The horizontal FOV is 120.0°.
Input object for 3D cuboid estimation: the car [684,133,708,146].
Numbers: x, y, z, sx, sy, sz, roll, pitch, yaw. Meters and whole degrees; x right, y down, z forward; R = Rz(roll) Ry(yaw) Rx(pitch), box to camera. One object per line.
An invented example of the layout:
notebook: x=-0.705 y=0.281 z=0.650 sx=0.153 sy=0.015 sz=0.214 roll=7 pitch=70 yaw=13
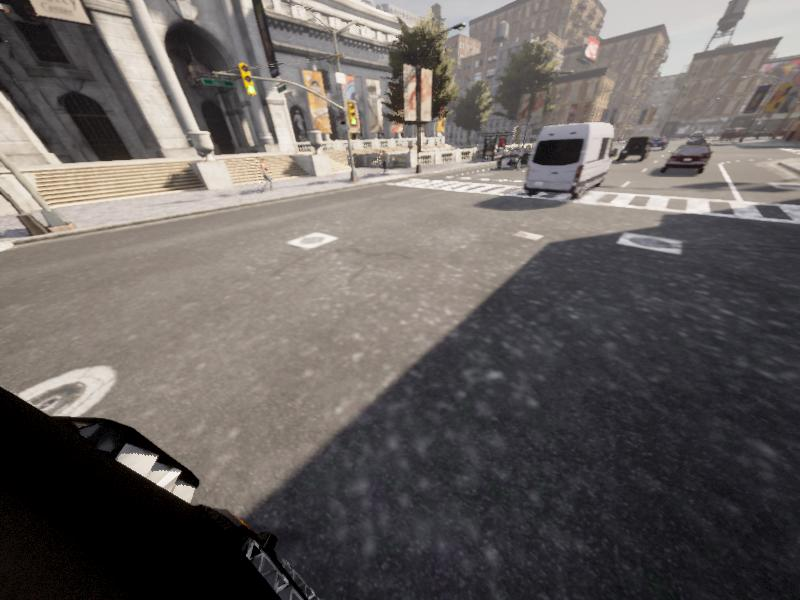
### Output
car: x=48.387 y=-26.275 z=37.728 sx=3.988 sy=1.617 sz=1.851 roll=-29 pitch=41 yaw=-33

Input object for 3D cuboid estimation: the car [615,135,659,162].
car: x=21.782 y=-13.946 z=21.258 sx=3.866 sy=1.878 sz=1.905 roll=-29 pitch=41 yaw=-35

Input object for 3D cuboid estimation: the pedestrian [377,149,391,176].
pedestrian: x=-1.333 y=-11.452 z=19.195 sx=0.751 sy=1.860 sz=0.751 roll=-24 pitch=39 yaw=-28

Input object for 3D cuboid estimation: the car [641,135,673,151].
car: x=35.712 y=-21.792 z=32.075 sx=5.027 sy=1.651 sz=2.152 roll=-30 pitch=42 yaw=-34

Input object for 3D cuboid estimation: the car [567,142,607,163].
car: x=19.053 y=-15.021 z=23.425 sx=1.882 sy=1.535 sz=5.008 roll=27 pitch=44 yaw=37

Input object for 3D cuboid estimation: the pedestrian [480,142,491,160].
pedestrian: x=10.563 y=-18.373 z=28.547 sx=0.751 sy=1.860 sz=0.751 roll=-22 pitch=38 yaw=-25

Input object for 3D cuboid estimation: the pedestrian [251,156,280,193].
pedestrian: x=-8.160 y=-7.636 z=14.060 sx=0.751 sy=1.860 sz=0.751 roll=-30 pitch=42 yaw=-34

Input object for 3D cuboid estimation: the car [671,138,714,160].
car: x=26.005 y=-13.485 z=20.598 sx=4.193 sy=1.474 sz=1.816 roll=-30 pitch=42 yaw=-34

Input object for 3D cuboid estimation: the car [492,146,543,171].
car: x=10.601 y=-12.775 z=20.800 sx=4.902 sy=1.511 sz=2.128 roll=-30 pitch=42 yaw=-34

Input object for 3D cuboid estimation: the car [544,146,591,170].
car: x=14.254 y=-12.119 z=19.641 sx=4.181 sy=1.385 sz=1.994 roll=-30 pitch=42 yaw=-34

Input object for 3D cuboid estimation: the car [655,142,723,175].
car: x=18.369 y=-9.083 z=14.728 sx=5.357 sy=1.411 sz=2.033 roll=-30 pitch=42 yaw=-34

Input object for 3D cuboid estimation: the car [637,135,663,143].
car: x=62.075 y=-39.988 z=57.361 sx=4.718 sy=1.301 sz=1.895 roll=-10 pitch=34 yaw=-10

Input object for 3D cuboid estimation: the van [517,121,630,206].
van: x=7.859 y=-6.256 z=10.355 sx=5.915 sy=2.561 sz=1.988 roll=-30 pitch=42 yaw=-34
